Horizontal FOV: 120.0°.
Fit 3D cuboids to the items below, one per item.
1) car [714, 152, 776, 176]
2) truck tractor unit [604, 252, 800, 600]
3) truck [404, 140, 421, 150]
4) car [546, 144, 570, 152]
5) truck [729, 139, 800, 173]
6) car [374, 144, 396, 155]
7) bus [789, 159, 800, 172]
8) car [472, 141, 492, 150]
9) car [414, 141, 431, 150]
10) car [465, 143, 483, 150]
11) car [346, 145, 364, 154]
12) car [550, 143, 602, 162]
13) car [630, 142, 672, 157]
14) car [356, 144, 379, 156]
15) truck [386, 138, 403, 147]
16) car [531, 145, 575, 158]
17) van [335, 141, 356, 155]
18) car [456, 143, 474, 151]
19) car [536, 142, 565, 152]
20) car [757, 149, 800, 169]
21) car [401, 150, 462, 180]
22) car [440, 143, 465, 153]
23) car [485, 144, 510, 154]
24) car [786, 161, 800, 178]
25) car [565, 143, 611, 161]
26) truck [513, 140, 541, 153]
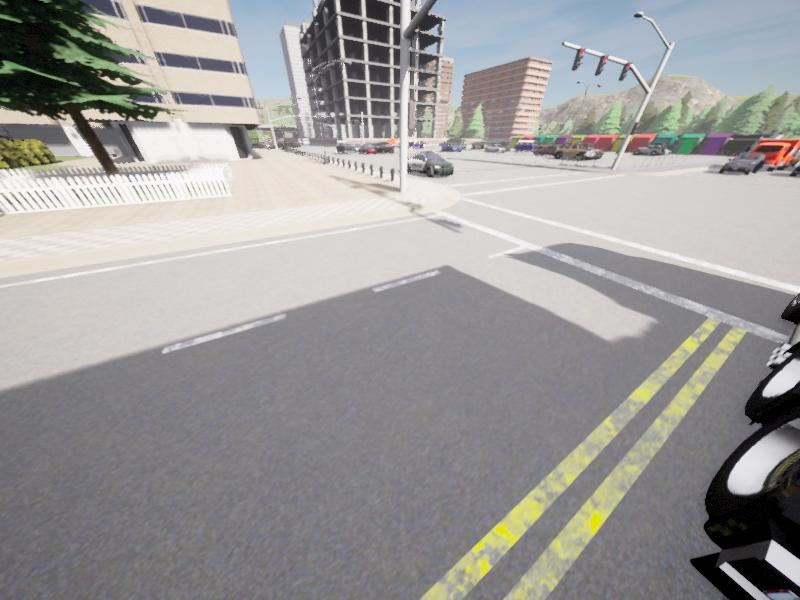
[{"bbox_3d":[28.666,-11.350,19.200,3.633,1.501,1.845,-17,39,-24],"label":"car"},{"bbox_3d":[5.087,-0.324,0.814,6.516,4.208,3.053,-19,39,-25],"label":"truck tractor unit"},{"bbox_3d":[3.115,-38.459,57.226,2.069,2.038,4.478,-18,39,-24],"label":"truck"},{"bbox_3d":[35.815,-34.569,52.424,1.784,1.438,3.905,-18,39,-24],"label":"car"},{"bbox_3d":[34.635,-13.571,21.618,5.204,2.467,2.627,-17,38,-23],"label":"truck"},{"bbox_3d":[-2.839,-27.789,42.578,1.882,1.535,5.008,-18,39,-24],"label":"car"},{"bbox_3d":[41.646,-14.068,20.826,10.273,4.253,3.944,-17,38,-23],"label":"bus"},{"bbox_3d":[21.020,-39.943,59.664,1.932,1.855,4.605,-18,39,-24],"label":"car"},{"bbox_3d":[5.601,-39.221,58.505,1.932,1.855,4.605,-18,39,-24],"label":"car"},{"bbox_3d":[18.708,-38.999,58.658,1.784,1.438,3.905,-18,39,-24],"label":"car"},{"bbox_3d":[-8.943,-29.791,45.619,1.895,1.301,4.718,-18,39,-24],"label":"car"},{"bbox_3d":[22.289,-18.986,29.550,1.932,1.855,4.605,-18,39,-24],"label":"car"},{"bbox_3d":[41.901,-25.231,38.684,1.905,1.878,3.866,-18,39,-24],"label":"car"},{"bbox_3d":[-5.789,-26.693,41.030,2.163,1.488,4.792,-18,39,-24],"label":"car"},{"bbox_3d":[-1.969,-53.908,79.213,5.204,2.467,2.627,-18,39,-24],"label":"truck"},{"bbox_3d":[24.030,-23.538,36.519,2.033,1.415,5.357,-18,39,-24],"label":"car"},{"bbox_3d":[-9.636,-26.755,40.603,2.069,2.038,4.480,-18,38,-24],"label":"van"},{"bbox_3d":[16.187,-38.170,57.501,1.970,1.475,3.806,-18,39,-24],"label":"car"},{"bbox_3d":[33.263,-33.970,51.173,1.932,1.855,4.605,-18,39,-24],"label":"car"},{"bbox_3d":[41.204,-15.184,24.766,5.366,1.575,1.801,-17,38,-23],"label":"car"},{"bbox_3d":[2.225,-10.558,17.856,2.038,1.542,4.974,-17,39,-24],"label":"car"},{"bbox_3d":[10.531,-30.740,46.650,2.242,1.667,4.611,-18,39,-24],"label":"car"},{"bbox_3d":[18.595,-29.032,44.385,1.970,1.475,3.806,-18,39,-24],"label":"car"},{"bbox_3d":[32.896,-10.428,17.828,5.027,1.651,2.152,-18,39,-24],"label":"car"},{"bbox_3d":[24.835,-19.761,30.688,1.905,1.878,3.866,-18,39,-24],"label":"car"},{"bbox_3d":[26.137,-31.736,47.741,2.069,2.038,4.478,-18,39,-24],"label":"truck"}]
